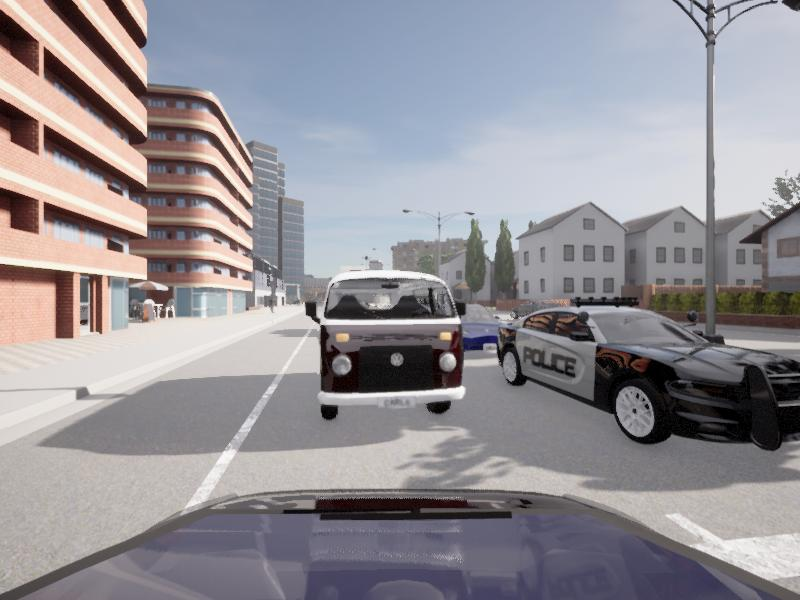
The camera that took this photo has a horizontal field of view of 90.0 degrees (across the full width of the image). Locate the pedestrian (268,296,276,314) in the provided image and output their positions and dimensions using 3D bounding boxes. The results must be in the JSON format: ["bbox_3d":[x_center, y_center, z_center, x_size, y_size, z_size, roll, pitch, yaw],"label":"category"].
[{"bbox_3d":[-12.807,0.485,40.087,0.751,1.860,0.751,0,0,-12],"label":"pedestrian"}]

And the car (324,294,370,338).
[{"bbox_3d":[-2.635,0.650,19.293,1.932,1.855,4.605,0,1,-10],"label":"car"}]

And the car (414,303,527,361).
[{"bbox_3d":[1.999,0.851,13.086,2.163,1.488,4.792,0,0,-10],"label":"car"}]

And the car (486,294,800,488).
[{"bbox_3d":[3.253,0.771,6.127,1.930,1.638,5.238,0,0,-10],"label":"car"}]

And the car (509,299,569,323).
[{"bbox_3d":[10.557,0.781,30.858,2.152,1.651,5.027,0,0,-10],"label":"car"}]

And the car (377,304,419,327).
[{"bbox_3d":[-0.236,0.944,25.827,1.895,1.301,4.718,0,0,-10],"label":"car"}]

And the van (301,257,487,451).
[{"bbox_3d":[-0.417,0.572,6.603,2.069,2.038,4.480,0,0,-10],"label":"van"}]
